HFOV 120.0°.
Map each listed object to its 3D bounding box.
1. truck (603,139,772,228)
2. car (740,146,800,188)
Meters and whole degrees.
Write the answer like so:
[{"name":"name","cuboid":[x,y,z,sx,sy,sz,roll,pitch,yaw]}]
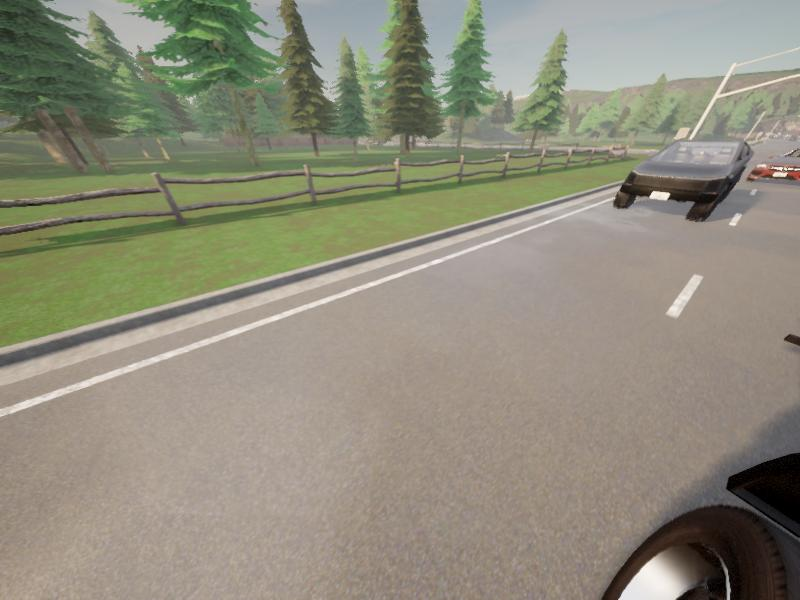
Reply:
[{"name":"truck","cuboid":[10.625,-4.607,8.502,6.274,2.098,2.390,-23,41,-29]},{"name":"car","cuboid":[22.156,-7.491,12.877,5.027,1.651,2.152,-17,38,-22]}]
